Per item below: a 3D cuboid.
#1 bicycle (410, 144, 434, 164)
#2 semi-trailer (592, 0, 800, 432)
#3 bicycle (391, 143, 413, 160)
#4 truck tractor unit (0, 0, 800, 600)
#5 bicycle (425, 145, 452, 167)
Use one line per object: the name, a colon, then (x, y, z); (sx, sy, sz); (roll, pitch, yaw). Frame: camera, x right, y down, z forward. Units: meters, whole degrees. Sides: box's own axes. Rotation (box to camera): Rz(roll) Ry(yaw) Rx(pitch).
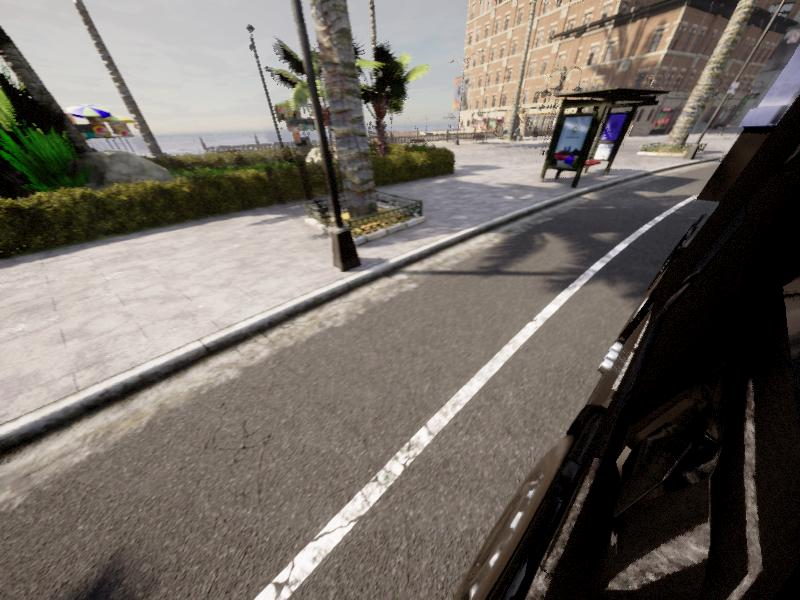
bicycle: (1.498, -10.027, 15.871); (1.643, 1.024, 0.373); (-18, 39, -19)
semi-trailer: (9.063, -3.306, 3.867); (14.254, 4.402, 2.717); (-23, 41, -26)
bicycle: (0.176, -11.617, 18.068); (1.643, 1.024, 0.373); (-18, 39, -19)
truck tractor unit: (2.645, -0.295, 0.352); (6.516, 4.208, 3.053); (-28, 44, -30)
bicycle: (2.380, -8.966, 14.406); (1.643, 1.024, 0.373); (-18, 39, -19)
